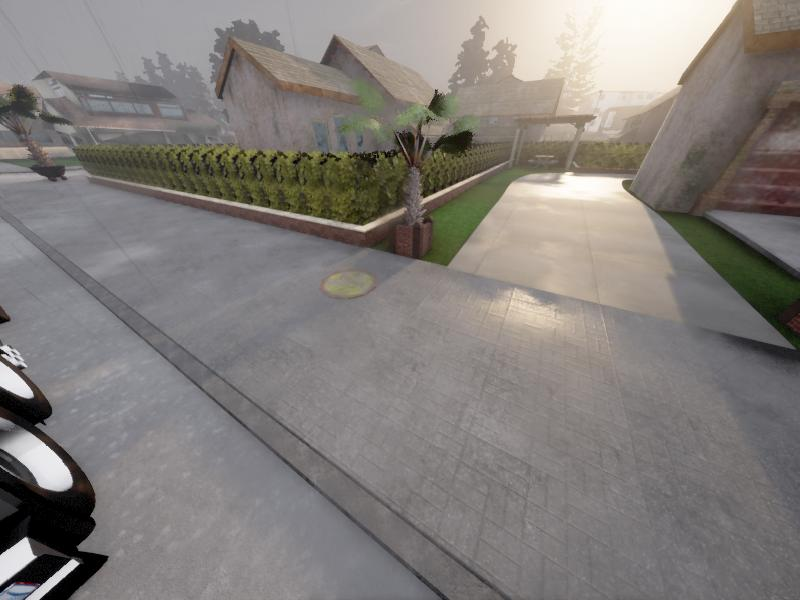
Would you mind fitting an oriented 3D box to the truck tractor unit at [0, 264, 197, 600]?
[{"bbox_3d":[-5.112,-0.300,0.779,6.516,4.208,3.053,18,39,24],"label":"truck tractor unit"}]
